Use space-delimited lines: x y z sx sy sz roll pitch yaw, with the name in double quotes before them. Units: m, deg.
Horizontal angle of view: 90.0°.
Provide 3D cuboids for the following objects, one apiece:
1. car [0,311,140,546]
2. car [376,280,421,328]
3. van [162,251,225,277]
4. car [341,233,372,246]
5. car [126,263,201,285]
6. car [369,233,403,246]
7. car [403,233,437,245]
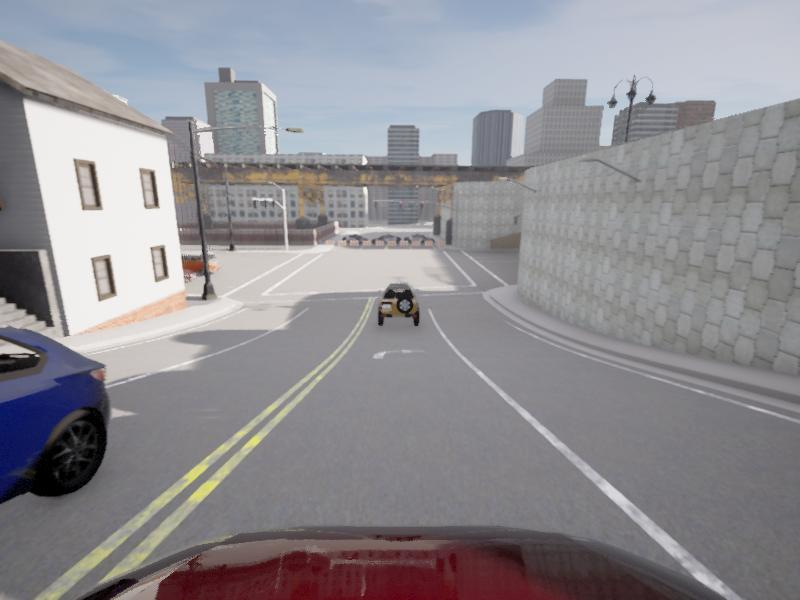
"car" -3.498 0.861 1.892 1.816 1.474 4.193 0 0 0
"car" -0.066 0.071 19.647 1.932 1.855 4.605 0 6 0
"van" -18.113 -3.191 35.258 4.442 1.987 1.775 0 14 0
"car" -6.824 -9.536 62.663 4.974 1.542 2.038 13 18 42
"car" -18.712 -2.086 31.814 4.674 1.442 1.812 0 14 -1
"car" -2.216 -9.516 62.660 4.974 1.542 2.038 -9 17 -35
"car" 3.154 -9.674 63.411 4.974 1.542 2.038 8 15 28
